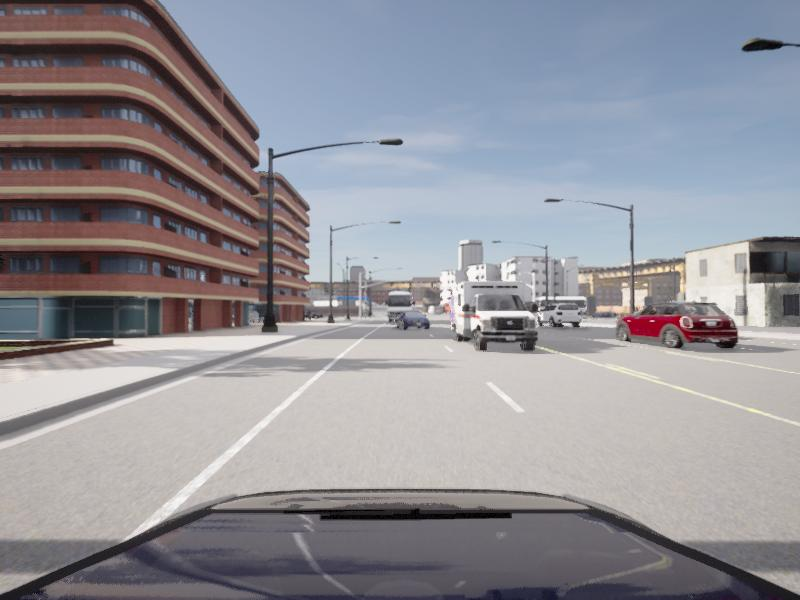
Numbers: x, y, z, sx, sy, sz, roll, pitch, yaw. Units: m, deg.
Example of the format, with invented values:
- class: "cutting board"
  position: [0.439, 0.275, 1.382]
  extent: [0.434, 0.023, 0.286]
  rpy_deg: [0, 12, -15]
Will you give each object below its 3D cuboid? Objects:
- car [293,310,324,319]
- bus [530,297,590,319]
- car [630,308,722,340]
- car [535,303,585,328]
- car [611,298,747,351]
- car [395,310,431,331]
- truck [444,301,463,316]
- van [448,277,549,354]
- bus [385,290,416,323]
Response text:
- class: "car"
  position: [-17.133, 2.759, 75.019]
  extent: [5.238, 1.638, 1.930]
  rpy_deg: [0, -1, -2]
- class: "bus"
  position: [31.565, 1.527, 79.449]
  extent: [10.273, 4.253, 3.944]
  rpy_deg: [0, -1, -1]
- class: "car"
  position: [13.954, 1.169, 20.579]
  extent: [1.816, 1.474, 4.193]
  rpy_deg: [0, -2, 0]
- class: "car"
  position: [13.895, 1.381, 35.237]
  extent: [2.150, 2.045, 5.566]
  rpy_deg: [0, -2, 0]
- class: "car"
  position: [10.466, 0.872, 15.571]
  extent: [2.097, 1.767, 4.553]
  rpy_deg: [0, -1, 0]
- class: "car"
  position: [0.889, 1.513, 30.267]
  extent: [1.812, 1.442, 4.674]
  rpy_deg: [0, -2, -11]
- class: "truck"
  position: [14.139, 2.184, 106.243]
  extent: [2.891, 3.827, 8.468]
  rpy_deg: [0, -1, -9]
- class: "van"
  position: [3.464, 0.558, 15.715]
  extent: [2.351, 2.431, 6.366]
  rpy_deg: [0, -1, 0]
- class: "bus"
  position: [0.249, 1.004, 57.288]
  extent: [3.944, 4.253, 10.273]
  rpy_deg: [0, -2, 2]
